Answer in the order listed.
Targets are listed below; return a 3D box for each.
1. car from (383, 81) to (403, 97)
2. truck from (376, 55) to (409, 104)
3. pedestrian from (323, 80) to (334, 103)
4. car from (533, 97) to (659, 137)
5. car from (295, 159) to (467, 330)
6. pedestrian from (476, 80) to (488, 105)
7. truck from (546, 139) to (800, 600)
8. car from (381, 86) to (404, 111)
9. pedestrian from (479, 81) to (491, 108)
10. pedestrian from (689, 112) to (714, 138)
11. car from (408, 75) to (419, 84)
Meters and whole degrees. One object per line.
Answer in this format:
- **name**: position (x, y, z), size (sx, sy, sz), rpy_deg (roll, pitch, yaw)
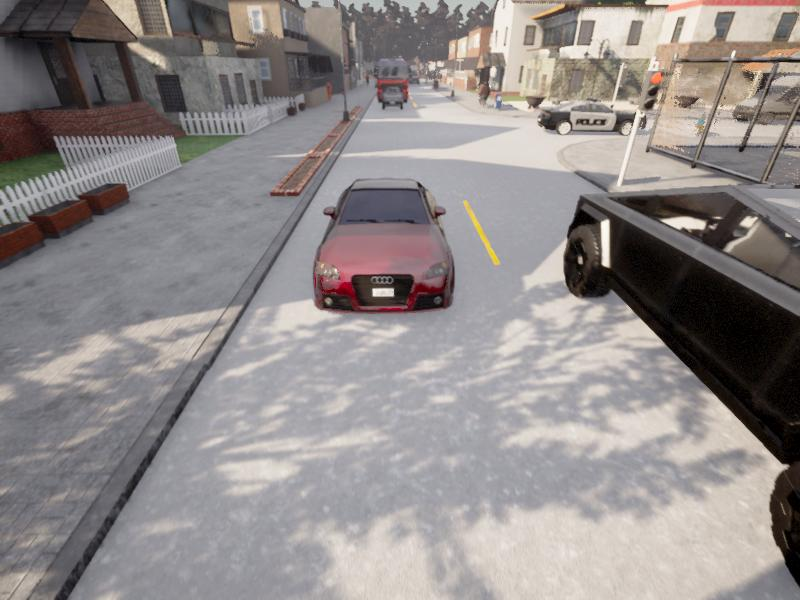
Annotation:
- **car**: position (-0.820, -24.956, 47.194), size (2.163, 1.488, 4.792), rpy_deg (0, 30, -1)
- **truck**: position (-0.719, -21.671, 39.260), size (2.891, 3.827, 8.468), rpy_deg (0, 30, -1)
- **pedestrian**: position (-6.369, -18.628, 35.742), size (0.751, 1.860, 0.751), rpy_deg (-1, 30, -1)
- **car**: position (9.826, -9.417, 20.479), size (5.238, 1.638, 1.930), rpy_deg (2, 30, 3)
- **car**: position (-0.245, -1.257, 6.793), size (1.994, 1.385, 4.181), rpy_deg (0, 30, -1)
- **pedestrian**: position (6.938, -17.638, 34.043), size (0.751, 1.860, 0.751), rpy_deg (3, 30, 5)
- **truck**: position (3.789, 0.090, 3.770), size (2.390, 2.098, 6.274), rpy_deg (0, 30, -1)
- **car**: position (-0.603, -16.513, 32.689), size (1.789, 1.549, 3.705), rpy_deg (0, 30, -1)
- **pedestrian**: position (6.817, -16.531, 32.150), size (0.751, 1.860, 0.751), rpy_deg (4, 31, 7)
- **pedestrian**: position (14.614, -8.508, 19.417), size (0.500, 1.100, 0.500), rpy_deg (2, 30, 3)
- **car**: position (2.686, -45.089, 81.725), size (1.994, 1.385, 4.181), rpy_deg (0, 30, -1)
